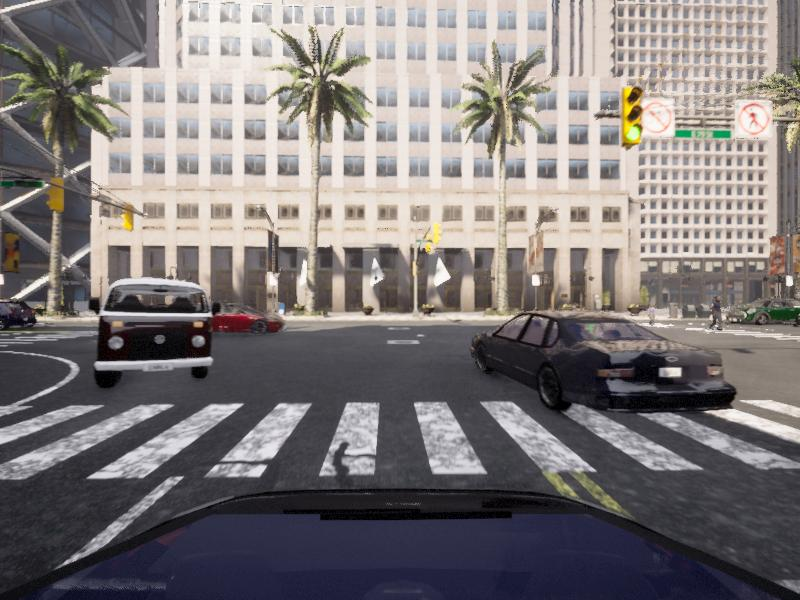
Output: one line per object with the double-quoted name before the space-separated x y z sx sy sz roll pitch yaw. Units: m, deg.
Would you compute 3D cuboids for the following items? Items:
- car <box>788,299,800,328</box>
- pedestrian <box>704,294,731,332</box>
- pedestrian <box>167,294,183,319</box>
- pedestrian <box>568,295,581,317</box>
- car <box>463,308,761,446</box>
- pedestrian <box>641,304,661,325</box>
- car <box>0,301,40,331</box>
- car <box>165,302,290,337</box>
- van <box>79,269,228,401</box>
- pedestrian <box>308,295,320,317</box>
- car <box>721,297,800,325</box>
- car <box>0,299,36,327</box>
"car" 25.366 0.769 22.661 4.611 1.667 2.242 0 0 -2
"pedestrian" 16.144 0.646 20.360 0.751 1.860 0.751 0 0 -1
"pedestrian" -17.030 0.484 30.326 0.751 1.860 0.751 0 0 10
"pedestrian" 15.209 0.496 34.832 0.751 1.860 0.751 0 0 -2
"car" 2.860 0.897 7.177 2.033 1.411 5.357 0 0 -7
"pedestrian" 15.781 0.927 25.162 0.751 1.300 0.751 0 0 -4
"car" -21.807 0.821 21.238 3.633 1.501 1.845 0 0 -3
"car" -7.711 0.851 18.281 4.792 1.488 2.163 0 0 -2
"van" -5.247 0.571 8.637 2.069 2.038 4.480 2 -1 -32
"pedestrian" -7.316 0.488 33.974 0.751 1.860 0.751 0 0 8
"car" 24.095 0.707 26.128 4.553 1.767 2.097 0 0 -1
"car" -25.640 0.751 24.446 4.611 1.667 2.242 0 0 -6
